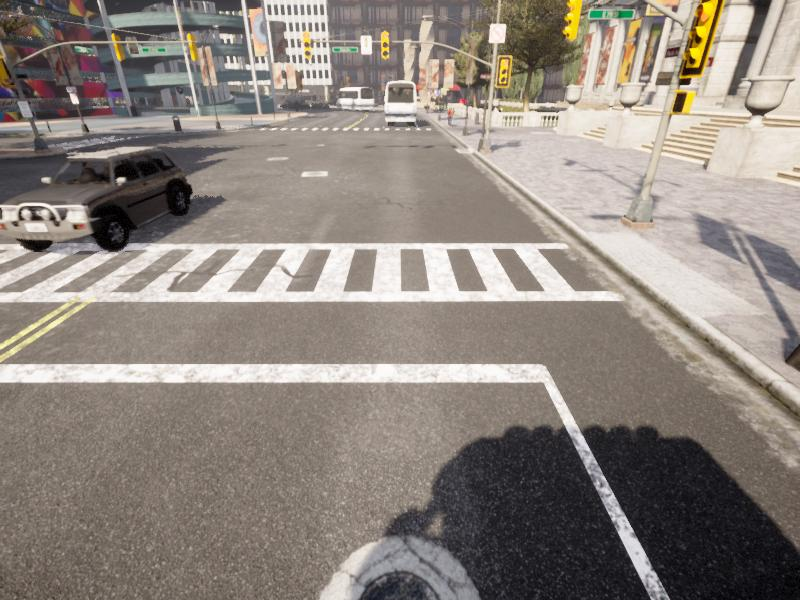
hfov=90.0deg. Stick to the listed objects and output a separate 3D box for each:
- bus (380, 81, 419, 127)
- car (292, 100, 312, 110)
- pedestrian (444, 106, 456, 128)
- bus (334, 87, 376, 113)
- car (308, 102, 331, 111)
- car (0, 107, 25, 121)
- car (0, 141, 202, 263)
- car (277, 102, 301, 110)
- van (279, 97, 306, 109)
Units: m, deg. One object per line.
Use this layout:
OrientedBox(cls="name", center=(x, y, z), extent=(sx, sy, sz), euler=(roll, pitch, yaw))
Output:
OrientedBox(cls="bus", center=(-0.030, -22.651, 46.081), extent=(3.944, 4.253, 10.273), euler=(0, 27, 0))
OrientedBox(cls="car", center=(-21.473, -42.636, 87.606), extent=(3.866, 1.878, 1.905), euler=(21, 34, 35))
OrientedBox(cls="pedestrian", center=(4.867, -17.832, 38.926), extent=(0.751, 1.860, 0.751), euler=(17, 31, 29))
OrientedBox(cls="bus", center=(-8.950, -39.423, 78.734), extent=(3.944, 4.253, 10.273), euler=(-16, 31, -28))
OrientedBox(cls="car", center=(-17.955, -43.157, 89.203), extent=(5.027, 1.651, 2.152), euler=(21, 34, 35))
OrientedBox(cls="car", center=(-50.040, -22.984, 49.465), extent=(4.902, 1.511, 2.128), euler=(0, 27, 0))
OrientedBox(cls="car", center=(-6.984, -2.617, 9.661), extent=(1.932, 1.855, 4.605), euler=(0, 27, 0))
OrientedBox(cls="car", center=(-25.984, -45.586, 93.934), extent=(5.027, 1.651, 2.152), euler=(12, 30, 22))
OrientedBox(cls="van", center=(-26.185, -47.967, 97.209), extent=(5.915, 2.561, 1.988), euler=(10, 29, 19))
